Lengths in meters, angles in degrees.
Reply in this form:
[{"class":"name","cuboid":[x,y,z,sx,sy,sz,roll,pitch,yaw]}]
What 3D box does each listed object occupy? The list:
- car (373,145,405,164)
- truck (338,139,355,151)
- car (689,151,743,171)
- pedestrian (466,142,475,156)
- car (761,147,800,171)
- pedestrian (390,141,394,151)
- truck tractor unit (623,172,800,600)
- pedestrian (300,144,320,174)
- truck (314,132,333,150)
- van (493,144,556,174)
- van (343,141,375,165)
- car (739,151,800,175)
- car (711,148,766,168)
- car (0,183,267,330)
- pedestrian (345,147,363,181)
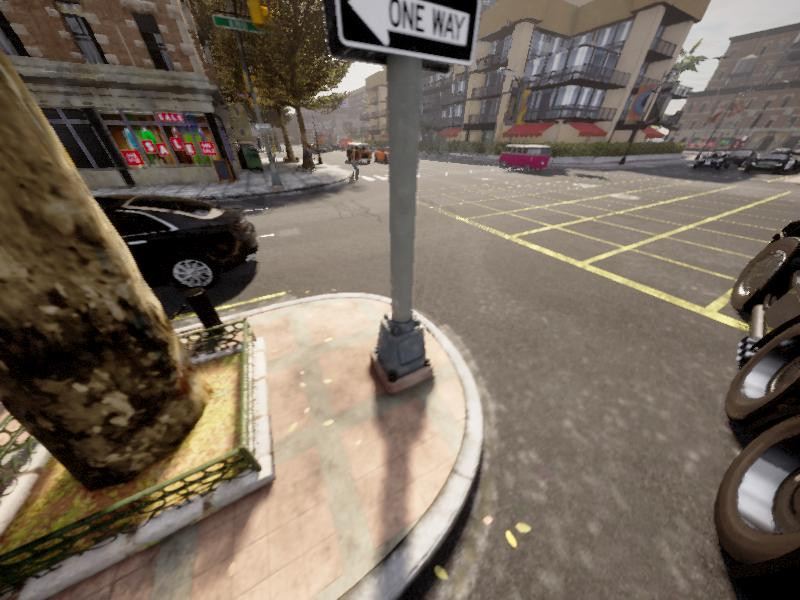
[{"class":"car","cuboid":[-1.381,-17.639,27.865,2.097,1.767,4.553,-17,38,-23]},{"class":"truck","cuboid":[-13.721,-39.858,59.218,2.627,2.467,5.204,-17,38,-23]},{"class":"car","cuboid":[31.537,-13.955,23.063,3.806,1.475,1.970,-16,38,-22]},{"class":"pedestrian","cuboid":[11.308,-24.199,37.045,0.751,1.860,0.751,-16,38,-22]},{"class":"car","cuboid":[38.538,-13.926,22.717,4.605,1.855,1.932,-16,38,-22]},{"class":"pedestrian","cuboid":[-1.762,-35.223,52.847,0.751,1.860,0.751,-11,36,-16]},{"class":"truck tractor unit","cuboid":[4.945,-0.440,0.982,6.516,4.208,3.053,-25,42,-31]},{"class":"pedestrian","cuboid":[-6.632,-10.424,17.060,0.751,1.860,0.751,10,36,13]},{"class":"truck","cuboid":[-21.546,-44.634,64.856,2.891,3.827,8.468,-17,38,-23]},{"class":"van","cuboid":[11.012,-12.833,20.857,1.775,1.987,4.442,-17,38,-23]},{"class":"van","cuboid":[-4.843,-17.225,27.008,2.069,2.038,4.480,-17,40,-23]},{"class":"car","cuboid":[32.991,-12.159,20.435,4.974,1.542,2.038,-16,38,-23]},{"class":"car","cuboid":[37.470,-15.764,25.568,5.238,1.638,1.930,-16,38,-22]},{"class":"car","cuboid":[-5.258,-0.910,3.982,4.892,1.490,1.837,-16,38,-21]},{"class":"pedestrian","cuboid":[-2.993,-8.916,15.178,0.751,1.860,0.751,-16,38,-22]}]
